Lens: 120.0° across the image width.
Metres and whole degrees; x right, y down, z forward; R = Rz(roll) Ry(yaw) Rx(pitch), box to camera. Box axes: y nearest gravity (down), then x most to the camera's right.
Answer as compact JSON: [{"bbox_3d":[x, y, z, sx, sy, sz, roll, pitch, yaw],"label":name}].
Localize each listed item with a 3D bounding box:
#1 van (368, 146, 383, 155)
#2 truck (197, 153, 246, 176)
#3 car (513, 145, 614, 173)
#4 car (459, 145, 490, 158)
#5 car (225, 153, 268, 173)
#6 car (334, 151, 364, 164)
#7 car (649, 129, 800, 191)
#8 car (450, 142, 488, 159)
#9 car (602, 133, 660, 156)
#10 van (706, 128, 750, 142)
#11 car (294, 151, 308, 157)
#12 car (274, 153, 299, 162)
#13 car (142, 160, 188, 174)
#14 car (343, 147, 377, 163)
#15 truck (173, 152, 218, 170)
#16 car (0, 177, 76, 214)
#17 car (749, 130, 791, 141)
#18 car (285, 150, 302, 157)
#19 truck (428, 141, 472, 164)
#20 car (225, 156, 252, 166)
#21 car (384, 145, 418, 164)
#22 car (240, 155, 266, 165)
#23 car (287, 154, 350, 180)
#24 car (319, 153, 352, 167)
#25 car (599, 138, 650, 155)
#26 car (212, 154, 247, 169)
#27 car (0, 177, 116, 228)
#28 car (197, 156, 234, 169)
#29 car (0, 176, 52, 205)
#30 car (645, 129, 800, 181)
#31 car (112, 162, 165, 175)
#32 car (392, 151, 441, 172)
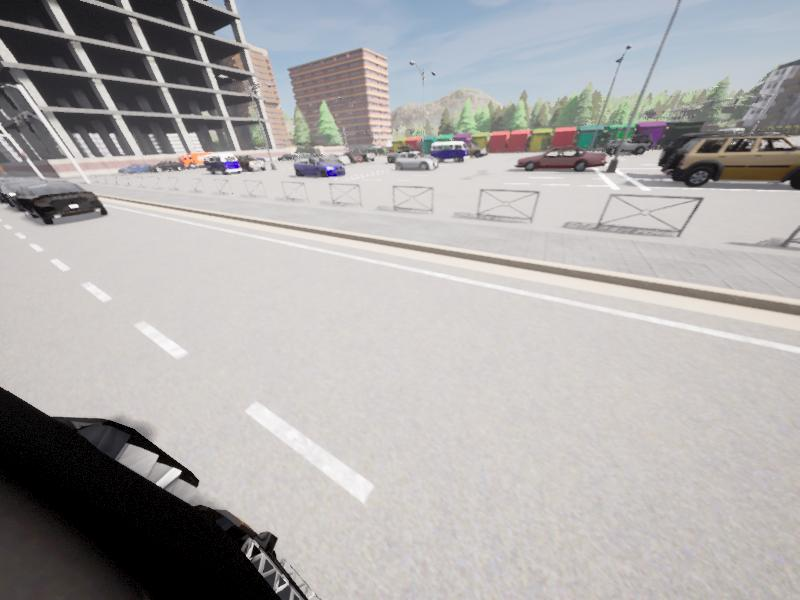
[{"bbox_3d":[-7.350,-45.702,70.517,2.069,2.038,4.480,15,38,25],"label":"van"},{"bbox_3d":[-19.986,-15.210,25.910,4.478,2.038,2.069,16,38,25],"label":"truck"},{"bbox_3d":[11.055,-9.803,16.112,5.357,1.415,2.033,16,38,25],"label":"car"},{"bbox_3d":[11.221,-22.473,34.900,3.905,1.438,1.784,16,38,25],"label":"car"},{"bbox_3d":[-18.614,-16.603,28.048,4.605,1.855,1.932,16,38,25],"label":"car"},{"bbox_3d":[-7.369,-20.579,33.489,3.905,1.438,1.784,16,38,25],"label":"car"},{"bbox_3d":[13.823,-5.613,9.249,4.605,1.855,1.932,16,38,25],"label":"car"},{"bbox_3d":[9.727,-21.208,32.754,4.605,1.855,1.932,16,38,25],"label":"car"},{"bbox_3d":[24.955,-16.918,25.228,3.866,1.878,1.905,16,38,25],"label":"car"},{"bbox_3d":[64.425,-32.479,45.523,2.069,2.038,4.480,3,34,9],"label":"van"},{"bbox_3d":[-32.907,-48.545,76.877,1.851,1.617,3.988,16,38,25],"label":"car"},{"bbox_3d":[-26.594,-33.593,54.409,1.882,1.535,5.008,15,38,25],"label":"car"},{"bbox_3d":[-38.091,-21.690,37.610,1.837,1.490,4.892,15,38,25],"label":"car"},{"bbox_3d":[-6.096,-22.114,35.298,4.605,1.855,1.932,16,38,25],"label":"car"},{"bbox_3d":[-38.142,-26.064,43.245,2.627,2.467,5.204,15,38,25],"label":"truck"},{"bbox_3d":[-21.408,-6.165,13.402,4.674,1.442,1.812,16,38,25],"label":"car"},{"bbox_3d":[67.479,-30.089,42.299,2.033,1.411,5.357,17,39,27],"label":"car"},{"bbox_3d":[-36.477,-50.117,79.182,1.932,1.855,4.605,16,38,25],"label":"car"},{"bbox_3d":[5.715,-17.144,26.844,4.478,2.038,2.069,16,38,25],"label":"truck"},{"bbox_3d":[-34.276,-29.627,49.139,1.816,1.474,4.193,15,38,25],"label":"car"},{"bbox_3d":[0.174,-18.624,29.639,3.866,1.878,1.905,16,38,25],"label":"car"},{"bbox_3d":[-30.719,-29.303,48.392,1.970,1.475,3.806,15,38,25],"label":"car"},{"bbox_3d":[-6.898,-11.309,19.592,4.611,1.667,2.242,16,38,25],"label":"car"},{"bbox_3d":[-8.797,-19.099,31.452,3.806,1.475,1.970,16,38,25],"label":"car"},{"bbox_3d":[26.404,-18.172,27.412,3.806,1.475,1.970,16,38,25],"label":"car"},{"bbox_3d":[-28.797,-23.466,39.194,1.905,1.878,3.866,15,38,25],"label":"car"},{"bbox_3d":[-15.771,-4.629,10.608,5.008,1.535,1.882,16,38,25],"label":"car"},{"bbox_3d":[-34.274,-25.712,43.145,2.242,1.667,4.611,15,38,25],"label":"car"},{"bbox_3d":[-27.725,-7.916,16.528,5.357,1.411,2.033,16,38,25],"label":"car"},{"bbox_3d":[15.299,-7.052,11.281,3.866,1.878,1.905,16,38,25],"label":"car"},{"bbox_3d":[-42.239,-21.361,37.527,2.033,1.411,5.357,15,38,25],"label":"car"},{"bbox_3d":[1.473,-12.497,20.855,3.806,1.475,1.970,16,38,25],"label":"car"}]
